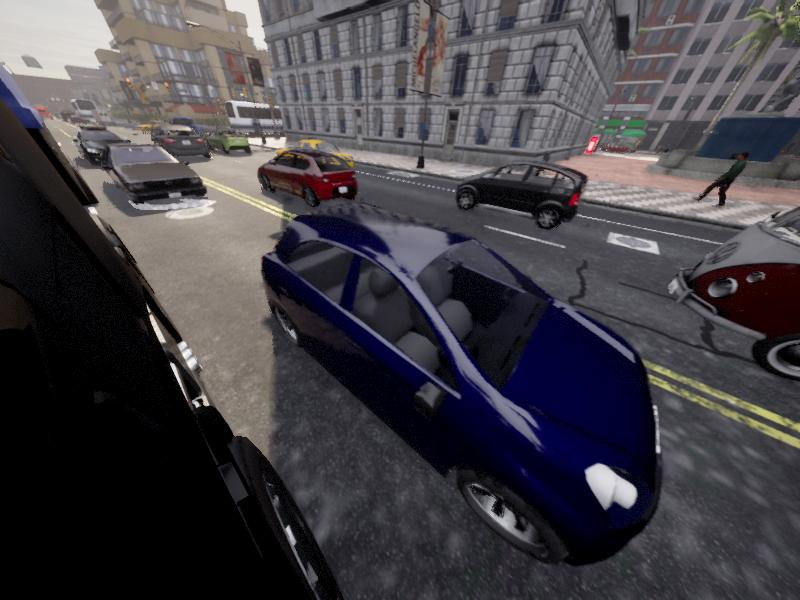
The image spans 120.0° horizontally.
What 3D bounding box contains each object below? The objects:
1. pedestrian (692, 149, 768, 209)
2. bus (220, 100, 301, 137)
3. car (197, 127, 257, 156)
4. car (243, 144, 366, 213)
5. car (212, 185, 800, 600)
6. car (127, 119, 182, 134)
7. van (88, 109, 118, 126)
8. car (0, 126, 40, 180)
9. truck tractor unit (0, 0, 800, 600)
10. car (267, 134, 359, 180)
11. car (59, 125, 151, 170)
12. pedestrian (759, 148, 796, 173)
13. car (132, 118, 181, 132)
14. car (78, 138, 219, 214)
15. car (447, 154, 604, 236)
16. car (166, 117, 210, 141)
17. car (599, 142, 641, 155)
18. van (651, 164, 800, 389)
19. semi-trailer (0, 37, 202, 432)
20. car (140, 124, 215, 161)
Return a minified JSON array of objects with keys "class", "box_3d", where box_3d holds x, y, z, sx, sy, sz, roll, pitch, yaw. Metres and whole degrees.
[{"class":"pedestrian","box_3d":[12.288,-4.507,8.668,0.751,1.860,0.751,-22,43,-29]},{"class":"bus","box_3d":[-22.826,-30.274,38.907,3.944,4.253,10.273,28,43,29]},{"class":"car","box_3d":[-13.622,-12.533,18.166,4.514,1.525,2.007,27,43,29]},{"class":"car","box_3d":[-3.378,-4.483,8.182,4.193,1.474,1.816,28,43,29]},{"class":"car","box_3d":[0.246,0.131,2.235,3.633,1.501,1.845,28,44,29]},{"class":"car","box_3d":[-34.997,-24.970,33.233,1.801,1.575,5.366,7,37,5]},{"class":"van","box_3d":[-60.286,-37.033,46.868,6.366,2.431,2.351,27,43,29]},{"class":"car","box_3d":[-16.173,-5.756,8.956,3.633,1.501,1.845,28,43,29]},{"class":"truck tractor unit","box_3d":[-2.645,-0.295,0.351,6.516,4.208,3.053,28,44,30]},{"class":"car","box_3d":[-4.839,-8.003,12.685,5.366,1.575,1.801,28,43,29]},{"class":"car","box_3d":[-15.702,-8.217,12.270,4.974,1.542,2.038,27,43,29]},{"class":"pedestrian","box_3d":[34.975,-12.919,21.425,0.751,1.860,0.751,-10,39,-16]},{"class":"car","box_3d":[-39.392,-28.359,37.508,2.128,1.511,4.902,28,43,29]},{"class":"car","box_3d":[-8.658,-4.480,7.884,5.357,1.411,2.033,28,43,29]},{"class":"car","box_3d":[3.676,-3.488,7.266,3.705,1.549,1.789,28,43,30]},{"class":"car","box_3d":[-24.078,-19.702,26.572,2.150,2.045,5.566,-14,40,-21]},{"class":"car","box_3d":[38.191,-26.350,40.152,2.163,1.488,4.792,-24,45,-31]},{"class":"van","box_3d":[5.918,0.235,2.104,4.442,1.987,1.775,28,43,29]},{"class":"semi-trailer","box_3d":[-8.735,-3.591,4.175,14.254,4.402,2.717,28,43,29]},{"class":"car","box_3d":[-14.477,-10.333,15.049,4.611,1.667,2.242,29,44,31]}]
